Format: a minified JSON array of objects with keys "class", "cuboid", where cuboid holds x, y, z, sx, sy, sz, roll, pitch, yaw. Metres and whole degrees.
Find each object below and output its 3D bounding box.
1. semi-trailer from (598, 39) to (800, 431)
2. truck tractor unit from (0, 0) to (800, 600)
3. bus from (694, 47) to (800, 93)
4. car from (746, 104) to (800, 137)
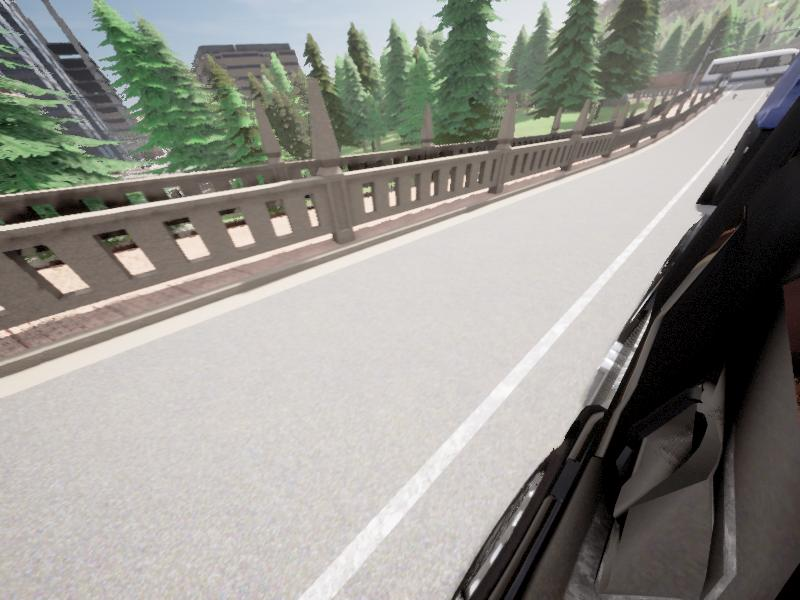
[{"class":"semi-trailer","cuboid":[8.693,-3.608,4.233,14.254,4.402,2.717,-28,44,-30]},{"class":"truck tractor unit","cuboid":[2.645,-0.295,0.351,6.516,4.208,3.053,-28,44,-30]},{"class":"bus","cuboid":[60.078,-39.675,40.019,3.944,4.253,10.273,-37,48,-28]},{"class":"car","cuboid":[30.421,-14.627,18.749,5.366,1.575,1.801,-31,45,-27]}]
